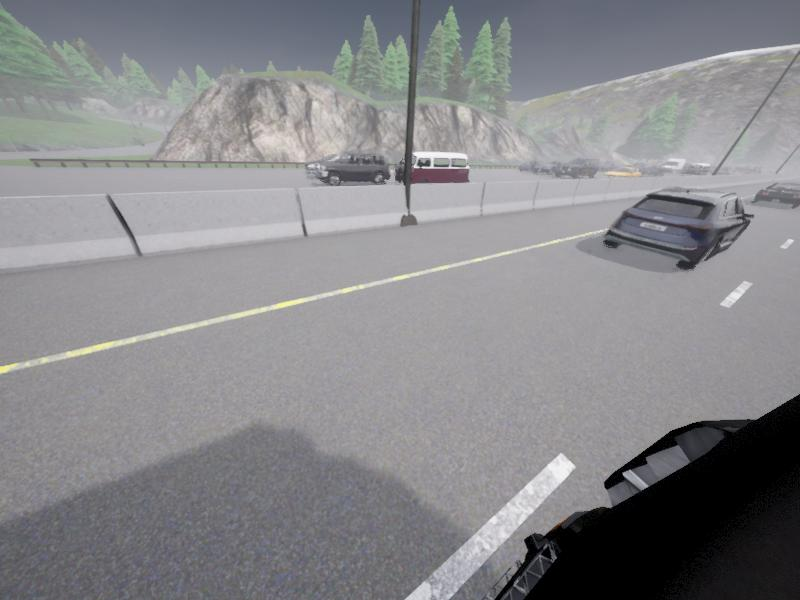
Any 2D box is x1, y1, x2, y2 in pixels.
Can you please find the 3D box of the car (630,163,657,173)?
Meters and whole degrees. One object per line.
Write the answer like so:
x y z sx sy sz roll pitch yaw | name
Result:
50.612 -27.471 48.002 4.902 1.511 2.128 -16 38 -26 | car

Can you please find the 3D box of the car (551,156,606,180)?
19.906 -14.656 25.754 5.566 2.045 2.150 -15 38 -26 | car

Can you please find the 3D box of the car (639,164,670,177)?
39.120 -19.839 35.505 3.705 1.549 1.789 -15 38 -26 | car

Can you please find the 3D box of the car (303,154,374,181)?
-4.424 -9.817 17.116 4.674 1.442 1.812 -16 38 -26 | car

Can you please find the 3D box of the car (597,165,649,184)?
23.421 -13.224 24.283 5.366 1.575 1.801 -16 38 -26 | car

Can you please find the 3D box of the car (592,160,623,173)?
36.885 -23.715 41.072 4.611 1.667 2.242 -15 38 -26 | car

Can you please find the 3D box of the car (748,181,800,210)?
26.022 -7.154 15.588 4.718 1.301 1.895 -16 38 -26 | car

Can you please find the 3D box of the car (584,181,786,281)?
7.850 -2.197 6.404 4.856 1.649 2.033 -16 38 -26 | car

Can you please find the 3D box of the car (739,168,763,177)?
79.815 -28.980 52.525 4.514 1.525 2.007 -16 38 -26 | car

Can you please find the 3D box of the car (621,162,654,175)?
40.692 -22.555 39.616 4.611 1.667 2.242 -15 38 -26 | car

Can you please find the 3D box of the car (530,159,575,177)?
19.034 -16.464 28.797 5.027 1.651 2.152 -16 38 -26 | car

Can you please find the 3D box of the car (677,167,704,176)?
54.083 -23.968 43.034 4.181 1.385 1.994 -16 38 -26 | car

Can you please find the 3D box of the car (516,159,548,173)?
18.072 -18.385 31.704 3.633 1.501 1.845 -16 38 -26 | car

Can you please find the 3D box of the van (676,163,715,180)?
44.278 -19.256 34.585 4.480 2.038 2.069 -15 38 -26 | van

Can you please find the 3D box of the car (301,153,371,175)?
-5.408 -11.748 19.999 5.357 1.411 2.033 -16 38 -26 | car

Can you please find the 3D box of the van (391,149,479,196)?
1.951 -7.391 13.415 4.480 2.038 2.069 -15 38 -26 | van

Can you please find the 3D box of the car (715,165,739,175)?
76.991 -30.553 54.377 4.553 1.767 2.097 -16 38 -26 | car

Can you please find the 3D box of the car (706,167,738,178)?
57.882 -22.889 41.518 4.974 1.542 2.038 -16 38 -26 | car

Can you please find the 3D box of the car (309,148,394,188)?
-2.899 -8.193 14.395 4.605 1.855 1.932 -15 38 -26 | car

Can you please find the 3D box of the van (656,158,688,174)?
54.463 -26.794 46.246 5.915 2.561 1.988 -16 38 -26 | van
